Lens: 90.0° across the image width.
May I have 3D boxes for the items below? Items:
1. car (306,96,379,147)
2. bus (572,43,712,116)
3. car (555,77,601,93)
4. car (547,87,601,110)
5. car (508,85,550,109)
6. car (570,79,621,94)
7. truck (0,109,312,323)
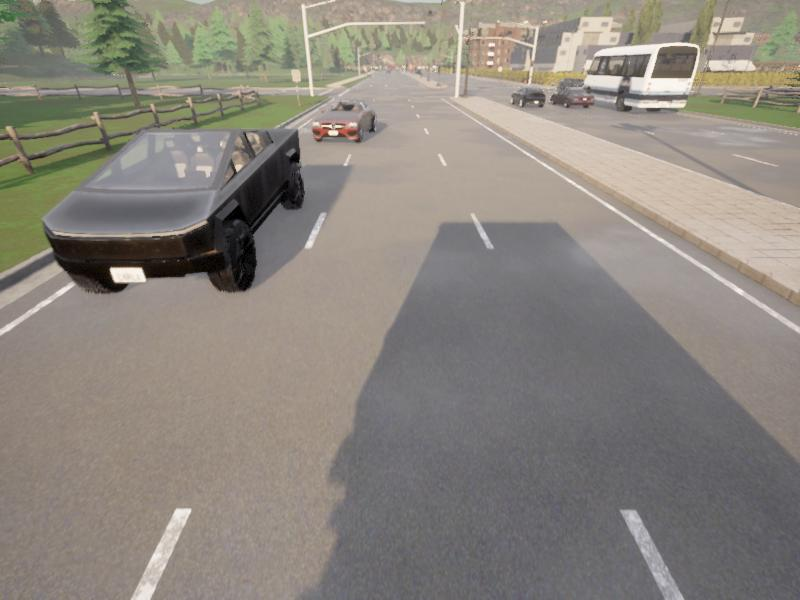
[{"bbox_3d":[-2.517,-8.658,19.127,2.152,1.651,5.027,4,31,7],"label":"car"},{"bbox_3d":[17.761,-17.099,30.905,3.944,4.253,10.273,-1,30,-1],"label":"bus"},{"bbox_3d":[22.991,-27.872,51.853,4.856,1.649,2.033,1,30,2],"label":"car"},{"bbox_3d":[14.339,-16.879,33.355,2.033,1.411,5.357,-1,30,-1],"label":"car"},{"bbox_3d":[10.823,-17.228,33.852,1.837,1.490,4.892,-1,30,-1],"label":"car"},{"bbox_3d":[23.795,-26.047,48.836,4.974,1.542,2.038,1,30,1],"label":"car"},{"bbox_3d":[-3.538,-2.190,7.634,2.390,2.098,6.274,-1,30,-1],"label":"truck"}]
